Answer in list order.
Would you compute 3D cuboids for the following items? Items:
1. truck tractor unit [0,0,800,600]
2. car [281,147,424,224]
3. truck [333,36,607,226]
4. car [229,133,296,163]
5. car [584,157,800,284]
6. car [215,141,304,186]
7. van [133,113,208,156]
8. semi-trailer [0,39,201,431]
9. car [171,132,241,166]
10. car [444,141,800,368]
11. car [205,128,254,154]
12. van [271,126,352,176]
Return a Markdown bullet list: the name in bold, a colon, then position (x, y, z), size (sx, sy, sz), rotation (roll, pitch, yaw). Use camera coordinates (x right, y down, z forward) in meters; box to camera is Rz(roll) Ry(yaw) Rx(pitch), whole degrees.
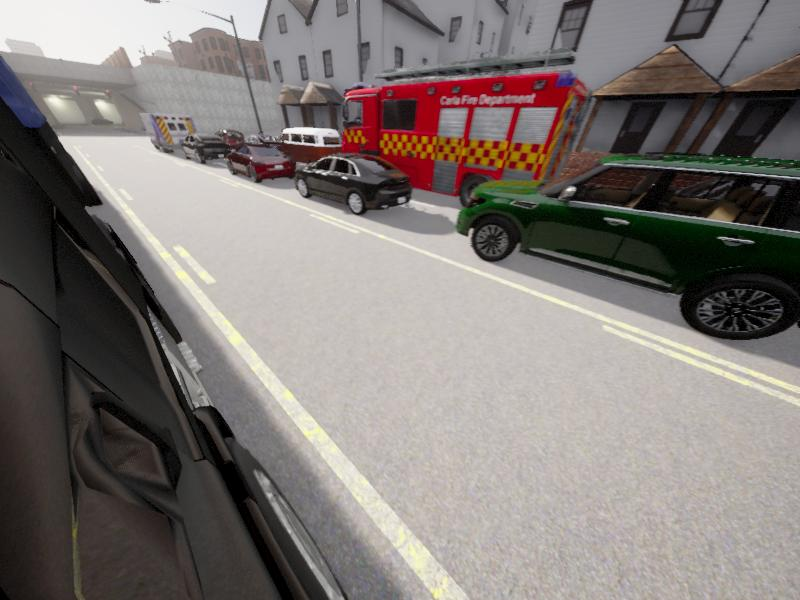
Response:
- **truck tractor unit**: position (-2.645, -0.295, 0.351), size (6.516, 4.208, 3.053), rotation (28, 44, 30)
- **car**: position (-1.772, -4.151, 7.916), size (4.892, 1.490, 1.837), rotation (28, 43, 30)
- **truck**: position (1.518, -6.089, 8.782), size (8.468, 3.827, 2.891), rotation (28, 43, 30)
- **car**: position (-10.132, -11.297, 17.039), size (4.902, 1.511, 2.128), rotation (28, 43, 30)
- **car**: position (7.556, -2.053, 5.412), size (4.553, 1.767, 2.097), rotation (28, 43, 30)
- **car**: position (-6.844, -6.769, 11.243), size (4.181, 1.385, 1.994), rotation (29, 44, 31)
- **van**: position (-18.502, -13.399, 18.584), size (6.366, 2.431, 2.351), rotation (28, 43, 30)
- **semi-trailer**: position (-8.707, -3.581, 4.244), size (14.254, 4.402, 2.717), rotation (28, 43, 30)
- **car**: position (-12.628, -9.899, 15.006), size (4.892, 1.490, 1.837), rotation (28, 43, 30)
- **car**: position (3.877, -1.388, 4.070), size (5.566, 2.045, 2.150), rotation (28, 43, 30)
- **car**: position (-14.865, -13.851, 20.115), size (3.988, 1.617, 1.851), rotation (28, 43, 30)
- **van**: position (-5.196, -8.905, 13.669), size (4.480, 2.038, 2.069), rotation (28, 43, 30)
